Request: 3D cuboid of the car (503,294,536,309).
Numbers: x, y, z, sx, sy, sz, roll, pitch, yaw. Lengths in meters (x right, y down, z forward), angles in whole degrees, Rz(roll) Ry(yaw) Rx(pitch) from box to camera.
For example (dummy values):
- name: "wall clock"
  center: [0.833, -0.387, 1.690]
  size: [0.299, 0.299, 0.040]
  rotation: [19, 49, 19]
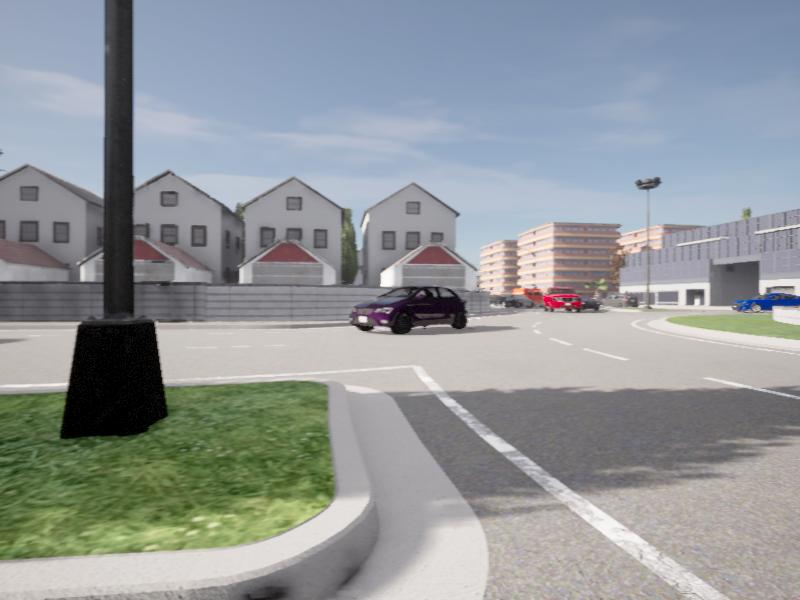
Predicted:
- name: "car"
  center: [13.598, 0.160, 45.768]
  size: [2.033, 1.649, 4.856]
  rotation: [0, 0, -5]

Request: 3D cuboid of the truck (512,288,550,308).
- name: "truck"
  center: [16.566, -0.278, 50.952]
  size: [2.627, 2.467, 5.204]
  rotation: [0, 1, -8]

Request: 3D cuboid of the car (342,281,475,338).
- name: "car"
  center: [0.413, 0.243, 12.620]
  size: [1.816, 1.474, 4.193]
  rotation: [1, 0, 44]

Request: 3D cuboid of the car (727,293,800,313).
- name: "car"
  center: [28.512, 0.235, 30.698]
  size: [5.008, 1.535, 1.882]
  rotation: [0, 0, 10]

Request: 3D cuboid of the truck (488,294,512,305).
- name: "truck"
  center: [19.932, -0.096, 80.174]
  size: [2.390, 2.098, 6.274]
  rotation: [0, 0, -9]

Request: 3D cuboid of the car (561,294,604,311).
- name: "car"
  center: [17.082, 0.217, 37.657]
  size: [2.038, 1.542, 4.974]
  rotation: [0, 0, 4]

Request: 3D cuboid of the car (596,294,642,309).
- name: "car"
  center: [25.584, 0.152, 46.885]
  size: [2.242, 1.667, 4.611]
  rotation: [0, 0, -12]

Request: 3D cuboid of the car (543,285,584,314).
- name: "car"
  center: [12.642, -0.039, 31.310]
  size: [2.150, 2.045, 5.566]
  rotation: [0, 0, 13]
